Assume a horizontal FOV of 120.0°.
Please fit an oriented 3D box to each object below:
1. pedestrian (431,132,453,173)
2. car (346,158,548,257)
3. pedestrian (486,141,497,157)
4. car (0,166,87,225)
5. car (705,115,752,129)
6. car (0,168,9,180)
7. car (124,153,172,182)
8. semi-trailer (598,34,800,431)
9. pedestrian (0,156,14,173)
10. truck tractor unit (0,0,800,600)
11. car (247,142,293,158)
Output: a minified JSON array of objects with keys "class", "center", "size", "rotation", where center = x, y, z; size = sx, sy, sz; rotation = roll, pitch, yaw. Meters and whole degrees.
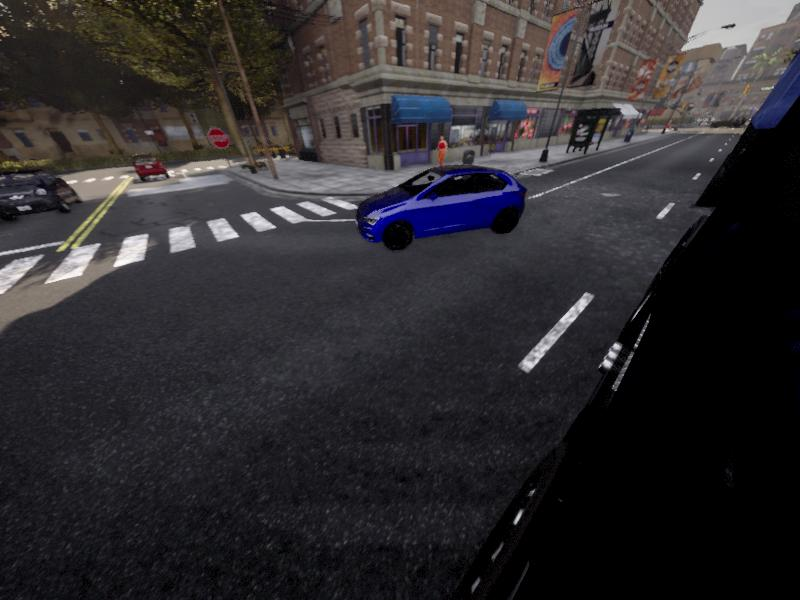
[{"class":"pedestrian","center":[2.317,-8.195,12.890],"size":[0.751,1.860,0.751],"rotation":[-30,44,-32]},{"class":"car","center":[0.987,-2.446,5.747],"size":[4.193,1.474,1.816],"rotation":[-11,37,-11]},{"class":"pedestrian","center":[7.361,-12.177,18.628],"size":[0.500,1.100,0.500],"rotation":[-26,42,-28]},{"class":"car","center":[-15.306,-4.475,9.606],"size":[1.845,1.501,3.633],"rotation":[-29,44,-31]},{"class":"car","center":[64.295,-34.861,45.330],"size":[1.932,1.855,4.605],"rotation":[-13,37,-14]},{"class":"car","center":[-40.005,-11.226,20.546],"size":[5.008,1.535,1.882],"rotation":[-25,42,-28]},{"class":"car","center":[-19.144,-10.180,17.653],"size":[1.789,1.549,3.705],"rotation":[-29,44,-31]},{"class":"semi-trailer","center":[8.694,-3.584,4.267],"size":[14.254,4.402,2.717],"rotation":[-28,43,-30]},{"class":"pedestrian","center":[-46.166,-15.800,26.656],"size":[0.751,1.860,0.751],"rotation":[27,45,34]},{"class":"truck tractor unit","center":[2.645,-0.295,0.351],"size":[6.516,4.208,3.053],"rotation":[-28,44,-30]},{"class":"car","center":[-19.191,-22.348,34.272],"size":[5.366,1.575,1.801],"rotation":[-28,43,-30]}]
